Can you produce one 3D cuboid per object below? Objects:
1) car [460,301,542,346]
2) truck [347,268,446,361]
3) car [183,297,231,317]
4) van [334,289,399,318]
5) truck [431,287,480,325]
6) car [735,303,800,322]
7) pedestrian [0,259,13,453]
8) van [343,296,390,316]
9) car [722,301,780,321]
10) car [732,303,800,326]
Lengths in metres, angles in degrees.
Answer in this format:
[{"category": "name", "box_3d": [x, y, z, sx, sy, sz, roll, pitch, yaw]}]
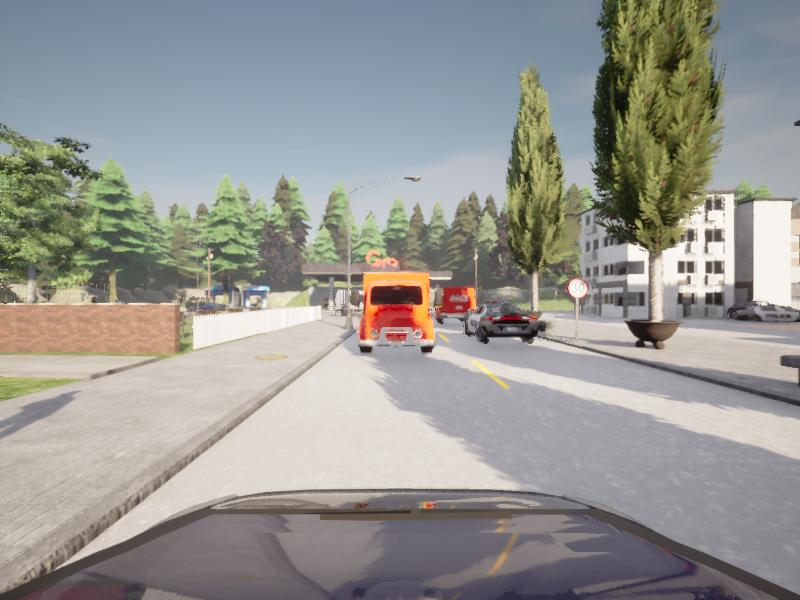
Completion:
[{"category": "car", "box_3d": [3.867, 0.833, 16.270, 2.038, 1.542, 4.974, 0, 0, 0]}, {"category": "truck", "box_3d": [-0.111, 0.353, 13.248, 2.627, 2.467, 5.204, 0, 1, 0]}, {"category": "car", "box_3d": [-19.018, 0.672, 39.597, 3.866, 1.878, 1.905, 0, 0, -1]}, {"category": "van", "box_3d": [-3.211, 0.349, 37.697, 5.915, 2.561, 1.988, 0, -2, 29]}, {"category": "truck", "box_3d": [3.755, 0.375, 28.266, 2.627, 2.467, 5.204, 0, 0, -1]}, {"category": "car", "box_3d": [27.288, 0.877, 28.872, 4.536, 1.218, 1.853, 0, 0, 29]}, {"category": "pedestrian", "box_3d": [-4.184, 0.536, 3.570, 0.751, 1.860, 0.751, 0, 0, -5]}, {"category": "van", "box_3d": [-3.543, 0.600, 42.331, 4.480, 2.038, 2.069, 0, -1, 27]}, {"category": "car", "box_3d": [27.653, 0.793, 31.646, 1.845, 1.501, 3.633, 0, 0, 11]}, {"category": "car", "box_3d": [27.333, 1.035, 28.847, 4.974, 1.542, 2.038, 0, 0, 29]}]
